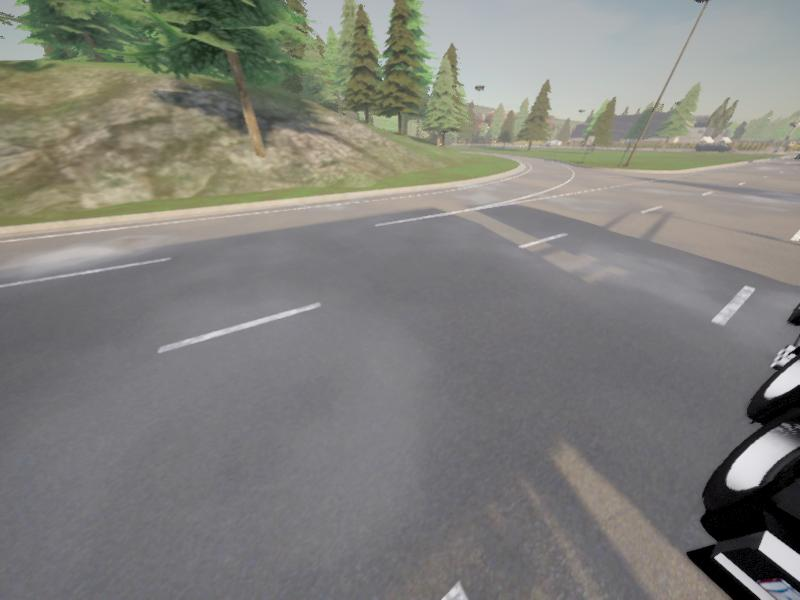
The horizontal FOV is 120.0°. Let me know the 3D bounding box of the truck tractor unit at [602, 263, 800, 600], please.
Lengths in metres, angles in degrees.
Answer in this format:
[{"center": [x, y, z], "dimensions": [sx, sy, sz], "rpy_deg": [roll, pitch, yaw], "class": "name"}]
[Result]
[{"center": [5.111, -0.299, 0.793], "dimensions": [6.516, 4.208, 3.053], "rpy_deg": [-18, 39, -24], "class": "truck tractor unit"}]
